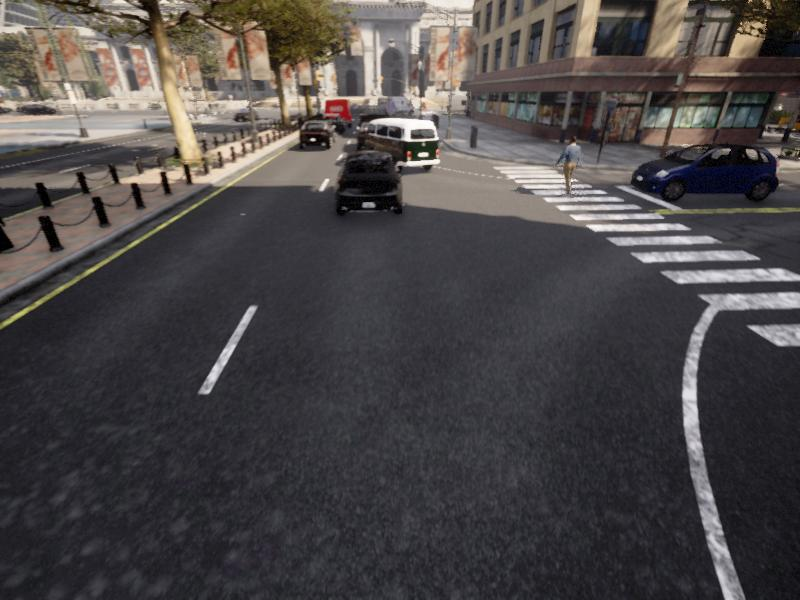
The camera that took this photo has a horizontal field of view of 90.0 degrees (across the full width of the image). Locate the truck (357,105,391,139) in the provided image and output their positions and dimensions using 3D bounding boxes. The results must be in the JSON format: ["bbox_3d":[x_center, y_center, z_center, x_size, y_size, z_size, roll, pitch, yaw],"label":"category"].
[{"bbox_3d":[-2.029,-14.347,32.000,2.390,2.098,6.274,-1,27,-3],"label":"truck"}]

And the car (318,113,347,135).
[{"bbox_3d":[-5.616,-14.862,33.660,1.970,1.475,3.806,-1,27,-2],"label":"car"}]

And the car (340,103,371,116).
[{"bbox_3d":[-6.770,-29.174,61.244,4.611,1.667,2.242,-1,27,-2],"label":"car"}]

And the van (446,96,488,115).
[{"bbox_3d":[10.268,-29.975,61.698,5.915,2.561,1.988,-1,27,-2],"label":"van"}]

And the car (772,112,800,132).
[{"bbox_3d":[35.829,-15.465,34.869,1.882,1.535,5.008,-1,27,-3],"label":"car"}]

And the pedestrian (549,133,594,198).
[{"bbox_3d":[5.466,-4.328,12.869,0.751,1.860,0.751,-3,28,-6],"label":"pedestrian"}]

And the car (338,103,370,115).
[{"bbox_3d":[-7.320,-30.686,64.378,5.027,1.651,2.152,-1,27,-2],"label":"car"}]

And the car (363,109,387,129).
[{"bbox_3d":[-2.457,-18.050,39.791,2.128,1.511,4.902,-1,27,-3],"label":"car"}]

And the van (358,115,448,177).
[{"bbox_3d":[-0.018,-7.044,17.958,2.069,2.038,4.480,-13,30,-24],"label":"van"}]

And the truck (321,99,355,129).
[{"bbox_3d":[-5.941,-18.294,39.211,2.627,2.467,5.204,-1,27,-3],"label":"truck"}]

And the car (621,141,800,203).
[{"bbox_3d":[9.793,-4.188,12.937,3.988,1.617,1.851,0,27,0],"label":"car"}]

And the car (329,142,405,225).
[{"bbox_3d":[-0.913,-3.728,12.144,1.837,1.490,4.892,-1,27,-3],"label":"car"}]

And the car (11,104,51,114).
[{"bbox_3d":[-59.957,-31.134,65.050,4.181,1.385,1.994,-4,28,-8],"label":"car"}]

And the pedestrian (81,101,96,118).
[{"bbox_3d":[-38.935,-23.786,50.014,0.751,1.860,0.751,2,27,4],"label":"pedestrian"}]

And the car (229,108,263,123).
[{"bbox_3d":[-17.871,-21.577,46.692,2.033,1.411,5.357,-1,27,-3],"label":"car"}]

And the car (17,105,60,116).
[{"bbox_3d":[-53.529,-28.156,59.313,4.181,1.385,1.994,-1,27,-2],"label":"car"}]

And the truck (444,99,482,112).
[{"bbox_3d":[11.163,-34.614,71.183,6.274,2.098,2.390,-1,27,-2],"label":"truck"}]

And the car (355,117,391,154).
[{"bbox_3d":[-1.594,-10.117,24.326,1.930,1.638,5.238,-1,27,-3],"label":"car"}]

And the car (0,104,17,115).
[{"bbox_3d":[-62.821,-29.230,61.344,5.357,1.411,2.033,-6,28,-12],"label":"car"}]

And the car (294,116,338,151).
[{"bbox_3d":[-5.155,-10.643,25.332,1.930,1.638,5.238,-1,28,-3],"label":"car"}]

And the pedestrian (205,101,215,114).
[{"bbox_3d":[-29.495,-29.844,62.073,0.751,1.860,0.751,1,27,1],"label":"pedestrian"}]

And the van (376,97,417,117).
[{"bbox_3d":[-0.423,-28.173,58.359,2.351,2.431,6.366,20,33,34],"label":"van"}]
